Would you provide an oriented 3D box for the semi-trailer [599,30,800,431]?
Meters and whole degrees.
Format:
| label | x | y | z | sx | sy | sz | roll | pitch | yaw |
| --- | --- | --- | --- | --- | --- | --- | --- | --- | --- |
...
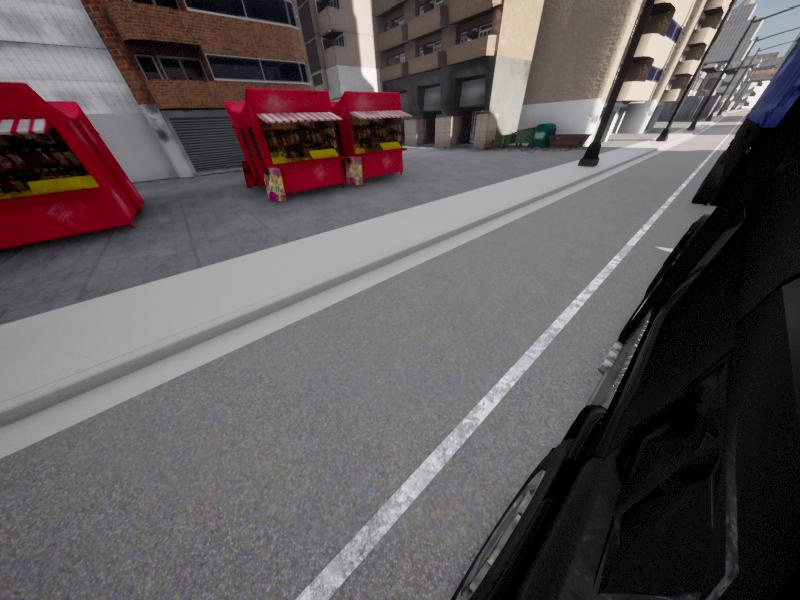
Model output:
| label | x | y | z | sx | sy | sz | roll | pitch | yaw |
| --- | --- | --- | --- | --- | --- | --- | --- | --- | --- |
| semi-trailer | 8.635 | -3.647 | 4.289 | 14.254 | 4.402 | 2.717 | -29 | 44 | -30 |

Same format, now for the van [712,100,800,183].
| label | x | y | z | sx | sy | sz | roll | pitch | yaw |
| --- | --- | --- | --- | --- | --- | --- | --- | --- | --- |
| van | 16.398 | -6.999 | 9.958 | 6.366 | 2.431 | 2.351 | -28 | 44 | -30 |

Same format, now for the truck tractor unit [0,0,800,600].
| label | x | y | z | sx | sy | sz | roll | pitch | yaw |
| --- | --- | --- | --- | --- | --- | --- | --- | --- | --- |
| truck tractor unit | 2.645 | -0.295 | 0.351 | 6.516 | 4.208 | 3.053 | -28 | 44 | -30 |

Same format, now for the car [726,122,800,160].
| label | x | y | z | sx | sy | sz | roll | pitch | yaw |
| --- | --- | --- | --- | --- | --- | --- | --- | --- | --- |
| car | 22.055 | -9.673 | 13.940 | 4.902 | 1.511 | 2.128 | -28 | 44 | -30 |
